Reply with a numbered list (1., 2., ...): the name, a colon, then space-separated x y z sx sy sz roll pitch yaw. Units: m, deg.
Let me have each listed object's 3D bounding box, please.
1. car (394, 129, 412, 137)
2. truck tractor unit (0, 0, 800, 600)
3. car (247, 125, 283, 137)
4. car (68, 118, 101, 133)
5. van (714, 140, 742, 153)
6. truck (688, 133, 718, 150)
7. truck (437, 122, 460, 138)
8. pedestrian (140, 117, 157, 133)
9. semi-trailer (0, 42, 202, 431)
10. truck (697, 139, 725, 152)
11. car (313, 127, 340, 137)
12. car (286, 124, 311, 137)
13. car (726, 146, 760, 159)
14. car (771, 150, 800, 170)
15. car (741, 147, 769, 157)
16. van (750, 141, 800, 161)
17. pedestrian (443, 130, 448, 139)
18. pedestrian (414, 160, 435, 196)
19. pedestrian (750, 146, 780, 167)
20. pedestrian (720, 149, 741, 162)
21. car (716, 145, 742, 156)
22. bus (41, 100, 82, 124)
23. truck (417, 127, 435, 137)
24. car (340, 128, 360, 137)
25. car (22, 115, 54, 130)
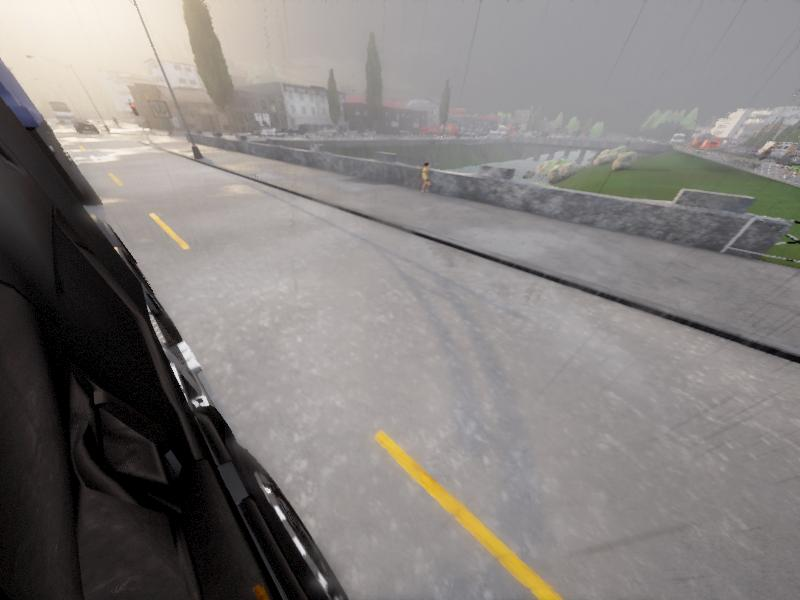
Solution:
1. car: 0.894 -46.942 65.025 1.930 1.638 5.238 28 44 30
2. truck tractor unit: -2.645 -0.295 0.351 6.516 4.208 3.053 28 44 30
3. car: -23.816 -29.902 40.900 2.038 1.542 4.974 28 44 30
4. car: -45.092 -24.903 32.965 4.974 1.542 2.038 28 44 30
5. van: 84.494 -39.664 59.569 2.351 2.431 6.366 28 44 30
6. truck: 86.823 -45.537 66.386 2.891 3.827 8.468 28 44 30
7. truck: 15.499 -54.083 73.594 2.891 3.827 8.468 28 44 30
8. pedestrian: -37.981 -26.442 34.939 0.751 1.860 0.751 -4 37 -9
9. semi-trailer: -8.718 -3.582 4.222 14.254 4.402 2.717 28 44 30
10. truck: 77.171 -38.385 57.399 2.627 2.467 5.204 28 44 30
11. car: -15.494 -35.680 49.031 2.152 1.651 5.027 28 44 30
12. car: -19.655 -32.922 44.878 1.905 1.878 3.866 28 44 30
13. car: 58.627 -25.325 39.598 2.038 1.542 4.974 28 44 30
14. car: 44.636 -15.736 25.952 1.851 1.617 3.988 28 44 30
15. car: 69.629 -29.103 45.381 1.816 1.474 4.193 28 44 30
16. van: 64.005 -25.611 39.591 2.351 2.431 6.366 28 44 30
17. pedestrian: 11.808 -42.836 59.789 0.751 1.860 0.751 26 43 28
18. pedestrian: 0.910 -4.585 8.688 0.500 1.100 0.500 20 40 22
19. pedestrian: 38.540 -15.177 24.421 0.751 1.860 0.751 28 44 30
20. pedestrian: 42.096 -18.404 29.407 0.751 1.300 0.751 15 38 16
21. car: 64.614 -29.422 45.442 1.789 1.549 3.705 28 44 30
22. bus: -85.059 -47.190 58.100 10.273 4.253 3.944 28 44 30
23. truck: 8.071 -52.192 71.765 2.627 2.467 5.204 28 44 30
24. car: -11.398 -38.496 53.047 1.851 1.617 3.988 28 44 30
25. car: -53.094 -26.021 33.926 3.988 1.617 1.851 28 44 30
